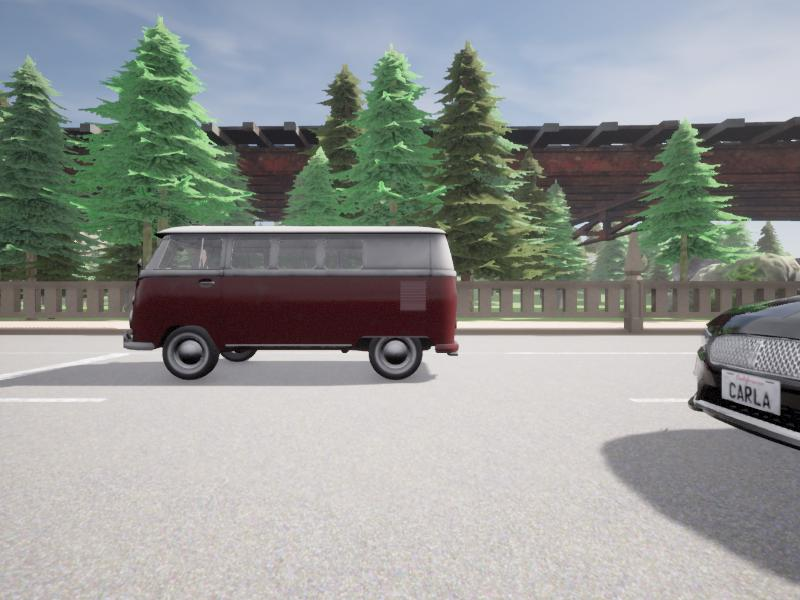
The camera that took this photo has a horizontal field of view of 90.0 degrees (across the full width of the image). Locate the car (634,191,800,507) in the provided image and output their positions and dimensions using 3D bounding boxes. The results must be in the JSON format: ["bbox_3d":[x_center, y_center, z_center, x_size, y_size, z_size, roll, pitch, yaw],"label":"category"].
[{"bbox_3d":[4.363,0.237,2.200,4.902,1.511,2.128,0,0,0],"label":"car"}]

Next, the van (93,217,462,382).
[{"bbox_3d":[-1.470,-0.002,5.700,4.442,1.987,1.775,0,0,0],"label":"van"}]
